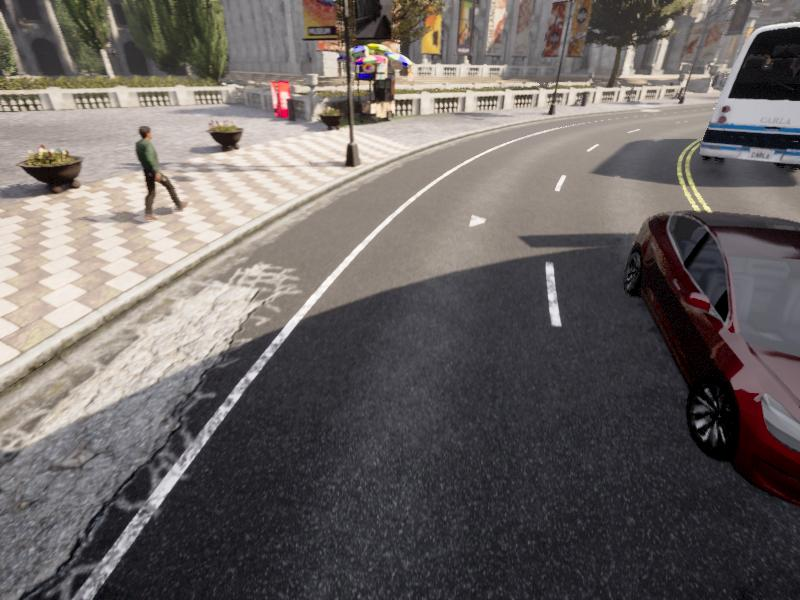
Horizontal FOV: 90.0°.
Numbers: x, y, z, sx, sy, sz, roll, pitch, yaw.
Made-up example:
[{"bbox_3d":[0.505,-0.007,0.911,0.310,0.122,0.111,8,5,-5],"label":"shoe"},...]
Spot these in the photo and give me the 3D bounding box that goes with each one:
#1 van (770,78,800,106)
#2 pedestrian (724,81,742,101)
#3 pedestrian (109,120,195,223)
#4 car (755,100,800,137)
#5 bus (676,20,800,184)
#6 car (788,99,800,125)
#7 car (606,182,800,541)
[{"bbox_3d":[42.435,-21.885,41.910,6.366,2.431,2.351,-14,33,-23],"label":"van"},{"bbox_3d":[35.593,-22.318,42.729,0.751,1.860,0.751,-22,37,-33],"label":"pedestrian"},{"bbox_3d":[-5.052,-2.647,8.262,0.751,1.860,0.751,12,32,19],"label":"pedestrian"},{"bbox_3d":[22.496,-10.436,22.817,4.514,1.525,2.007,-22,37,-33],"label":"car"},{"bbox_3d":[14.292,-7.881,15.582,3.944,4.253,10.273,20,35,30],"label":"bus"},{"bbox_3d":[27.843,-12.538,26.171,4.605,1.855,1.932,-19,36,-30],"label":"car"},{"bbox_3d":[4.109,0.069,4.522,2.163,1.488,4.792,8,31,12],"label":"car"}]
